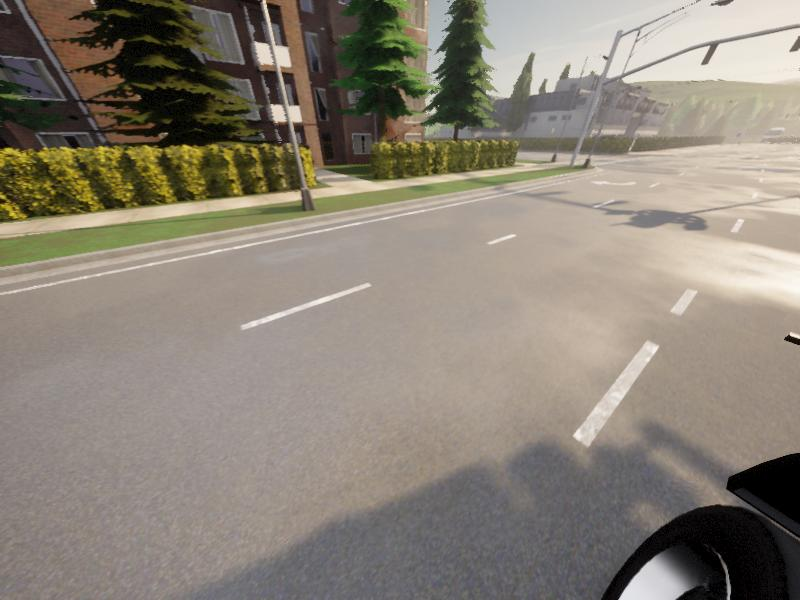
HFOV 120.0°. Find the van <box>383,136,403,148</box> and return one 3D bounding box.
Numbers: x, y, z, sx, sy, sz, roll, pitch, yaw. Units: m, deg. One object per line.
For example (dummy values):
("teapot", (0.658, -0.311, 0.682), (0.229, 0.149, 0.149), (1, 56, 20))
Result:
("van", (-2.003, -43.363, 63.344), (2.351, 2.431, 6.366), (-21, 40, -27))
